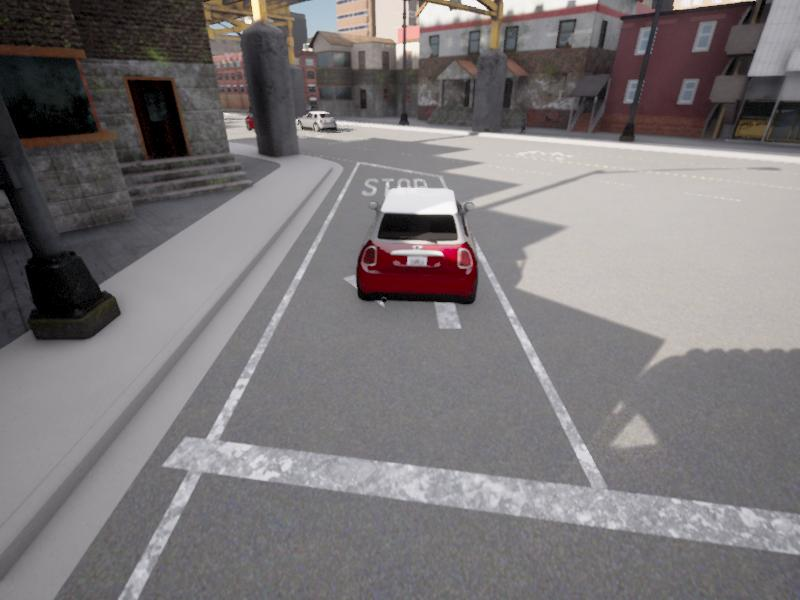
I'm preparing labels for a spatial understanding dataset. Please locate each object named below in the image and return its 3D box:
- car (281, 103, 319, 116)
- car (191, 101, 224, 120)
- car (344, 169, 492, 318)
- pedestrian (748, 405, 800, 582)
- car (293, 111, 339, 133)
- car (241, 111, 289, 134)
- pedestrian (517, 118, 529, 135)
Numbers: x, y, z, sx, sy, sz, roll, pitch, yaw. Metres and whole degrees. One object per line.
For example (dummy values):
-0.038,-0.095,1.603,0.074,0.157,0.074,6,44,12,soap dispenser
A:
-13.827,-26.358,55.295,4.974,1.542,2.038,-7,28,-13,car
-23.214,-22.834,48.212,3.866,1.878,1.905,25,36,39,car
0.369,-1.296,7.354,1.970,1.475,3.806,2,28,4,car
3.172,0.989,2.505,0.751,1.860,0.751,7,28,13,pedestrian
-7.144,-15.184,33.988,1.970,1.475,3.806,-24,36,-38,car
-11.295,-14.870,33.390,1.816,1.474,4.193,-25,36,-39,car
8.856,-12.496,28.861,0.500,1.100,0.500,23,35,37,pedestrian
